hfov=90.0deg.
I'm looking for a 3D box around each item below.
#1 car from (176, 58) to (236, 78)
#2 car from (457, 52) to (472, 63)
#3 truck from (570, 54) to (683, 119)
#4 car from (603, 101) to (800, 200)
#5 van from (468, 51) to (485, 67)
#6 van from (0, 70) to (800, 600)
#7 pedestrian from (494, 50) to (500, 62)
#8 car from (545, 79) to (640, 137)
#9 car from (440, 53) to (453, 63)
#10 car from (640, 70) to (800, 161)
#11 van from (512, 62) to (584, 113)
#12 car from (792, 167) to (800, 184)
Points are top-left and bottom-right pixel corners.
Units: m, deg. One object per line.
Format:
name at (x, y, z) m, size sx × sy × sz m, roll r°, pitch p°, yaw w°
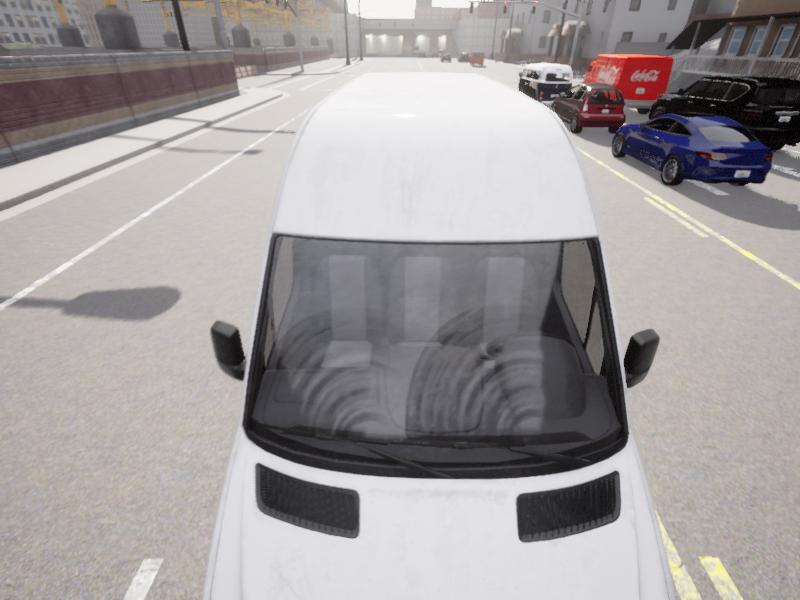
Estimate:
car at (-19.212, -23.128, 39.824) m, size 2.038 × 1.542 × 4.974 m, roll 17°, pitch 36°, yaw 25°
car at (12.391, -46.783, 77.157) m, size 2.242 × 1.667 × 4.611 m, roll 1°, pitch 33°, yaw 1°
truck at (10.954, -10.873, 20.094) m, size 2.627 × 2.467 × 5.204 m, roll 2°, pitch 33°, yaw 2°
car at (7.332, -4.059, 10.352) m, size 1.812 × 1.442 × 4.674 m, roll 1°, pitch 33°, yaw 1°
van at (12.070, -38.079, 63.123) m, size 1.775 × 1.987 × 4.442 m, roll 1°, pitch 33°, yaw 1°
van at (0.194, -0.372, 3.504) m, size 1.988 × 2.561 × 5.915 m, roll 1°, pitch 33°, yaw 1°
pedestrian at (17.894, -45.135, 74.006) m, size 0.751 × 1.860 × 0.751 m, roll 0°, pitch 33°, yaw 0°
car at (7.477, -7.821, 16.089) m, size 1.851 × 1.617 × 3.988 m, roll 1°, pitch 33°, yaw 1°
car at (8.895, -46.892, 77.382) m, size 2.007 × 1.525 × 4.514 m, roll 1°, pitch 33°, yaw 1°
car at (10.900, -6.460, 13.580) m, size 2.150 × 2.045 × 5.566 m, roll 1°, pitch 33°, yaw 1°
van at (7.597, -11.310, 21.146) m, size 2.069 × 2.038 × 4.480 m, roll 1°, pitch 33°, yaw 1°
car at (10.780, -2.460, 7.555) m, size 2.097 × 1.767 × 4.553 m, roll 1°, pitch 33°, yaw 1°
